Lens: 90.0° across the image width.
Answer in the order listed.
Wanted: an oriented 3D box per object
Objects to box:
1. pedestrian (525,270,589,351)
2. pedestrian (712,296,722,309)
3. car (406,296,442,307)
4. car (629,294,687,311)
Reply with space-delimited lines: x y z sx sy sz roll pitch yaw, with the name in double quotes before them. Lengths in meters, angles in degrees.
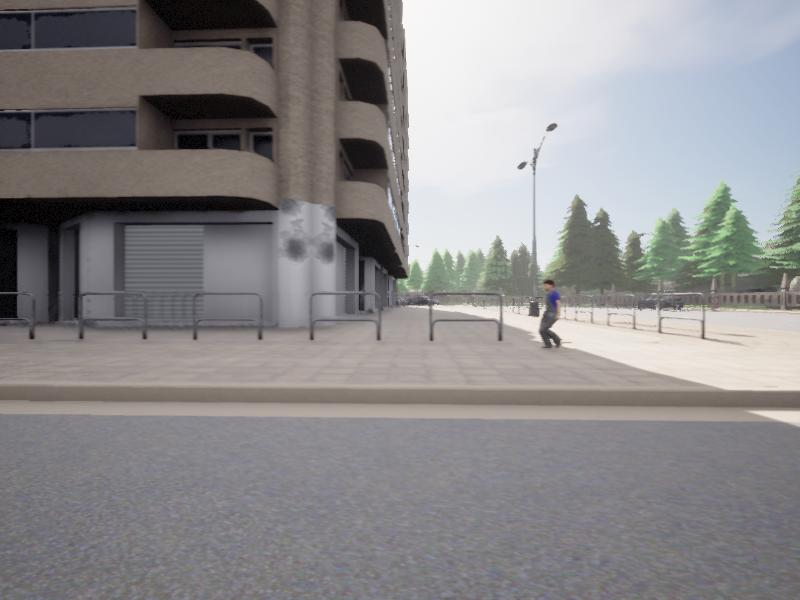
"pedestrian" 2.653 0.173 6.834 0.751 1.300 0.751 0 0 -8
"pedestrian" 27.409 0.236 34.600 0.500 1.100 0.500 0 0 -22
"car" 3.285 0.216 55.054 4.892 1.490 1.837 0 -1 43
"car" 23.241 0.215 36.292 1.837 1.490 4.892 0 0 -5
